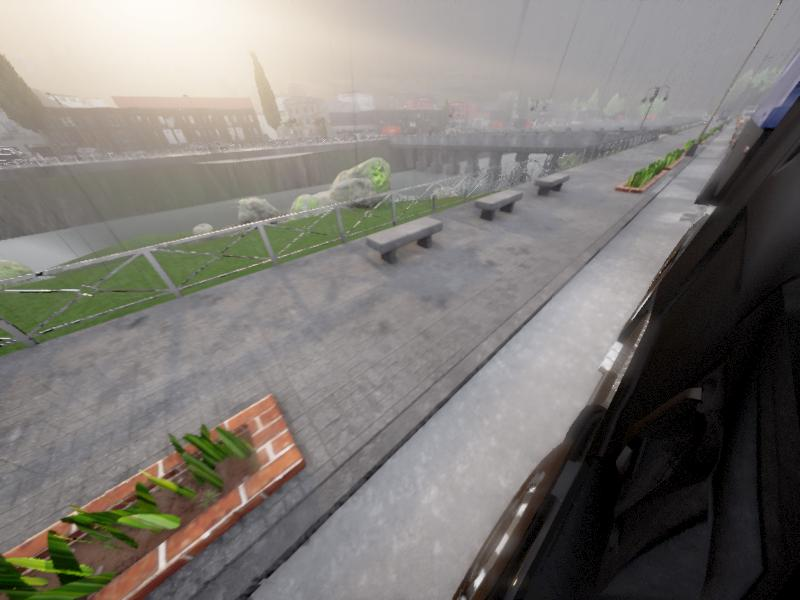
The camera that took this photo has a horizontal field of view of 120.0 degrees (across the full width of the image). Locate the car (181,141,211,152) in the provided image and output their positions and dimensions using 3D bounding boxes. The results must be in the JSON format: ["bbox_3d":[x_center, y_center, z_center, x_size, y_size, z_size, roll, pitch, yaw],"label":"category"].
[{"bbox_3d":[-38.202,-28.779,43.365,3.806,1.475,1.970,-29,44,-30],"label":"car"}]

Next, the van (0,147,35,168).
[{"bbox_3d":[-51.854,-18.349,29.782,4.480,2.038,2.069,-29,44,-30],"label":"van"}]

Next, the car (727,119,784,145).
[{"bbox_3d":[30.305,-14.419,19.792,4.514,1.525,2.007,-28,44,-30],"label":"car"}]

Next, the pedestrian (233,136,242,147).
[{"bbox_3d":[-34.470,-33.587,49.038,0.751,1.860,0.751,2,37,6],"label":"pedestrian"}]

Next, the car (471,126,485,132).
[{"bbox_3d":[28.250,-62.220,83.901,4.974,1.542,2.038,-29,44,-31],"label":"car"}]

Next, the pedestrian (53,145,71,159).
[{"bbox_3d":[-56.771,-24.898,38.819,0.751,1.860,0.751,-25,42,-27],"label":"pedestrian"}]

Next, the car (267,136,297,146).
[{"bbox_3d":[-26.177,-35.447,51.406,5.238,1.638,1.930,-29,44,-31],"label":"car"}]

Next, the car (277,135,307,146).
[{"bbox_3d":[-23.003,-34.062,49.352,5.238,1.638,1.930,-29,44,-30],"label":"car"}]

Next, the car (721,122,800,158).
[{"bbox_3d":[22.256,-10.005,14.382,4.514,1.525,2.007,-28,44,-30],"label":"car"}]

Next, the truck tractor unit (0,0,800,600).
[{"bbox_3d":[2.645,-0.295,0.351,6.516,4.208,3.053,-28,44,-30],"label":"truck tractor unit"}]

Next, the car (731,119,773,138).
[{"bbox_3d":[36.445,-17.833,24.023,4.193,1.474,1.816,-29,44,-31],"label":"car"}]

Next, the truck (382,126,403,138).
[{"bbox_3d":[-2.019,-45.936,63.248,5.204,2.467,2.627,-29,44,-31],"label":"truck"}]

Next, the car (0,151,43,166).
[{"bbox_3d":[-54.265,-19.956,32.553,3.806,1.475,1.970,-29,44,-31],"label":"car"}]

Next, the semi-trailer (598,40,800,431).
[{"bbox_3d":[8.679,-3.614,4.254,14.254,4.402,2.717,-28,44,-30],"label":"semi-trailer"}]

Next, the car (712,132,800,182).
[{"bbox_3d":[15.562,-6.244,9.896,4.181,1.385,1.994,-28,44,-30],"label":"car"}]

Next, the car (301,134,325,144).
[{"bbox_3d":[-20.718,-38.459,55.107,4.856,1.649,2.033,-29,44,-30],"label":"car"}]

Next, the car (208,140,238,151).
[{"bbox_3d":[-32.766,-28.628,42.822,3.806,1.475,1.970,-29,44,-30],"label":"car"}]

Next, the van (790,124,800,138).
[{"bbox_3d":[38.853,-16.204,21.207,4.480,2.038,2.069,-28,44,-31],"label":"van"}]

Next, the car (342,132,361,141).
[{"bbox_3d":[-11.924,-40.136,56.823,3.988,1.617,1.851,-29,44,-31],"label":"car"}]

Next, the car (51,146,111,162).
[{"bbox_3d":[-49.262,-22.779,35.884,5.238,1.638,1.930,-29,44,-30],"label":"car"}]
